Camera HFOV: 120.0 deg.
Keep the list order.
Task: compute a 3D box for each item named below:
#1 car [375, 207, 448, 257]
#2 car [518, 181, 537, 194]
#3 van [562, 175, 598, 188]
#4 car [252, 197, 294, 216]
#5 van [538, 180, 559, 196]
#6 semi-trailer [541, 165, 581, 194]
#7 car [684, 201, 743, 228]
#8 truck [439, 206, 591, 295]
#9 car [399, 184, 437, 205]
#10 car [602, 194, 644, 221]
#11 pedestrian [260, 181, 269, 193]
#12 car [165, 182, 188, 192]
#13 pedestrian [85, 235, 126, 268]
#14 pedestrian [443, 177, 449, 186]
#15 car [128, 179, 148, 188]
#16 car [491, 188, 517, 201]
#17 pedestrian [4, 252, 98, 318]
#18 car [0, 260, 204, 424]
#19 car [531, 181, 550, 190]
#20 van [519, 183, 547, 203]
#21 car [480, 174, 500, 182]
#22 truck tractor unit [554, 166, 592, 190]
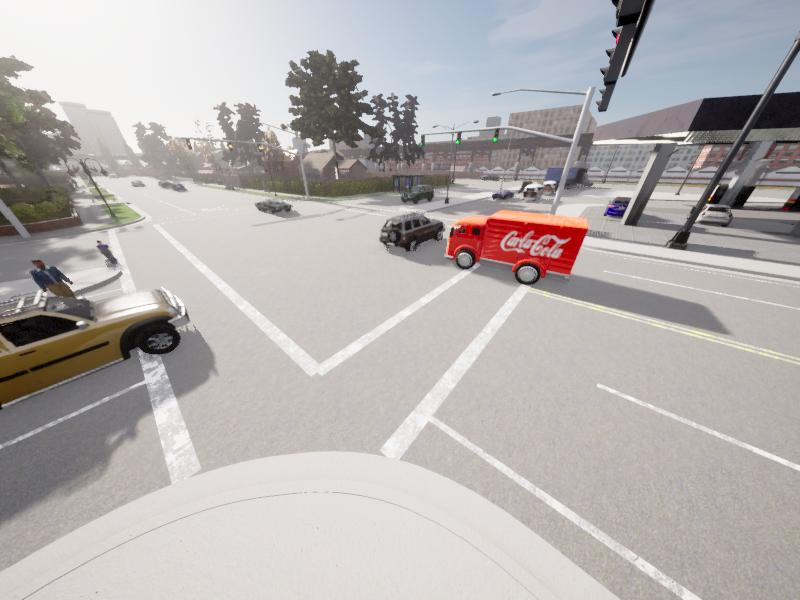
[{"bbox_3d":[0.836,-4.298,13.972,1.932,1.855,4.605,22,37,34],"label":"car"},{"bbox_3d":[23.372,-20.650,42.279,1.905,1.878,3.866,22,37,34],"label":"car"},{"bbox_3d":[42.233,-27.985,54.339,5.915,2.561,1.988,23,37,34],"label":"van"},{"bbox_3d":[-13.382,-9.896,24.251,4.718,1.301,1.895,23,37,34],"label":"car"},{"bbox_3d":[25.970,-19.595,40.320,2.069,2.038,4.480,20,36,32],"label":"van"},{"bbox_3d":[32.060,-24.114,45.750,2.717,4.402,14.254,25,38,36],"label":"semi-trailer"},{"bbox_3d":[25.999,-7.245,19.370,1.970,1.475,3.806,23,37,34],"label":"car"},{"bbox_3d":[4.772,-2.523,10.301,5.204,2.467,2.627,19,35,29],"label":"truck"},{"bbox_3d":[2.479,-14.378,31.262,2.150,2.045,5.566,23,37,34],"label":"car"},{"bbox_3d":[21.088,-8.924,21.955,2.242,1.667,4.611,23,37,34],"label":"car"},{"bbox_3d":[-24.052,-20.142,41.094,0.751,1.860,0.751,26,39,37],"label":"pedestrian"},{"bbox_3d":[-45.347,-23.033,46.822,4.792,1.488,2.163,22,37,33],"label":"car"},{"bbox_3d":[-14.136,-2.356,11.138,0.751,1.300,0.751,-26,39,-38],"label":"pedestrian"},{"bbox_3d":[10.980,-28.298,55.205,0.751,1.860,0.751,22,36,33],"label":"pedestrian"},{"bbox_3d":[-62.095,-27.612,54.728,4.792,1.488,2.163,22,37,33],"label":"car"},{"bbox_3d":[15.325,-15.535,34.017,1.895,1.301,4.718,22,37,34],"label":"car"},{"bbox_3d":[-10.881,-0.459,7.291,0.751,1.860,0.751,9,31,15],"label":"pedestrian"},{"bbox_3d":[-7.722,0.868,5.029,1.932,1.855,4.605,22,37,34],"label":"car"},{"bbox_3d":[30.204,-24.556,49.544,2.033,1.411,5.357,23,37,34],"label":"car"},{"bbox_3d":[18.974,-15.314,32.894,2.069,2.038,4.480,23,37,34],"label":"van"},{"bbox_3d":[29.435,-40.030,75.693,5.566,2.045,2.150,22,37,33],"label":"car"},{"bbox_3d":[37.762,-26.732,50.478,6.516,4.208,3.053,-17,34,-26],"label":"truck tractor unit"}]
